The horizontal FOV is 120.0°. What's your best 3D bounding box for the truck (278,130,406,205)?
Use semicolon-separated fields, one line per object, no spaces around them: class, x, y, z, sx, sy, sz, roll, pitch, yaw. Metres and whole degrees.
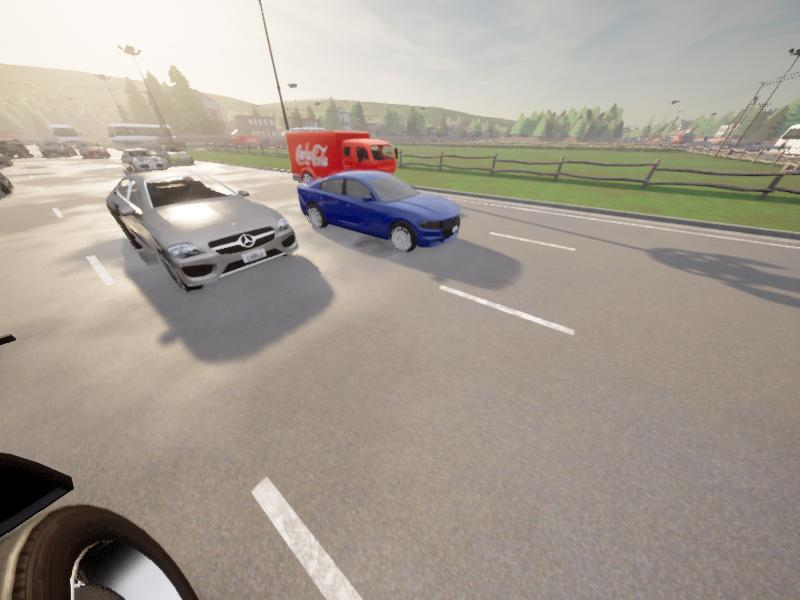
truck;-2.627;-6.355;10.777;5.204;2.467;2.627;23;41;28

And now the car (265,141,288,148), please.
car;-30.069;-37.887;56.320;1.994;1.385;4.181;22;41;28

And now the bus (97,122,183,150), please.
bus;-53.059;-33.761;47.771;3.944;4.253;10.273;18;39;24

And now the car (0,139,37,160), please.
car;-45.656;-17.701;27.062;1.905;1.878;3.866;-24;42;-30

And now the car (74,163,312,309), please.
car;-4.636;-1.893;5.159;5.027;1.651;2.152;23;41;28

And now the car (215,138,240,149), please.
car;-40.372;-36.701;54.091;1.905;1.878;3.866;22;42;28

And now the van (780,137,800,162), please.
van;51.697;-18.734;28.735;1.988;2.561;5.915;22;40;28

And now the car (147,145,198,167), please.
car;-21.835;-13.917;22.191;4.514;1.525;2.007;23;41;28

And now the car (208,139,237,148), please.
car;-42.989;-37.968;56.111;2.152;1.651;5.027;22;41;28

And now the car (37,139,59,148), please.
car;-77.316;-34.320;50.696;5.366;1.575;1.801;22;41;28

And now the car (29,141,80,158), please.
car;-43.664;-19.173;29.362;2.242;1.667;4.611;-25;42;-31

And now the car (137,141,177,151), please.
car;-47.347;-30.137;45.076;2.163;1.488;4.792;16;38;21

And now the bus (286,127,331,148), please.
bus;-24.304;-43.668;62.060;3.944;4.253;10.273;22;42;28

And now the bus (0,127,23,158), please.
bus;-49.411;-18.088;25.530;3.944;4.253;10.273;-23;41;-28

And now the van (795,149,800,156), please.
van;66.168;-23.581;35.823;2.351;2.431;6.366;22;41;28

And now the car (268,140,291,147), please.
car;-32.833;-42.723;63.022;1.882;1.535;5.008;22;41;28

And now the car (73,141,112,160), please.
car;-37.307;-18.210;28.044;4.611;1.667;2.242;27;44;33

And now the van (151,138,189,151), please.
van;-43.946;-29.853;44.258;1.775;1.987;4.442;18;39;23

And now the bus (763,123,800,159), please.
bus;60.929;-23.405;33.947;3.944;4.253;10.273;22;41;28

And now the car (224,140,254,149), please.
car;-36.989;-35.797;53.172;2.128;1.511;4.902;22;41;28

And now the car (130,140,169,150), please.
car;-50.418;-31.358;46.621;2.242;1.667;4.611;17;38;22

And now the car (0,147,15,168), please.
car;-35.279;-12.139;19.699;4.181;1.385;1.994;24;42;30

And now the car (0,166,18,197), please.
car;-19.479;-5.622;10.401;3.705;1.549;1.789;23;41;29

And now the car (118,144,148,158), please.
car;-35.480;-19.881;30.694;4.181;1.385;1.994;28;44;34

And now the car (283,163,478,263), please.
car;-0.749;-2.719;6.438;5.008;1.535;1.882;22;41;28

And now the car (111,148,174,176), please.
car;-18.848;-10.176;16.943;3.806;1.475;1.970;23;41;28

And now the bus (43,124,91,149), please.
bus;-76.717;-37.726;53.207;10.273;4.253;3.944;23;41;27

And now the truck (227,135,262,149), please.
truck;-34.252;-34.918;51.107;2.627;2.467;5.204;22;41;28
